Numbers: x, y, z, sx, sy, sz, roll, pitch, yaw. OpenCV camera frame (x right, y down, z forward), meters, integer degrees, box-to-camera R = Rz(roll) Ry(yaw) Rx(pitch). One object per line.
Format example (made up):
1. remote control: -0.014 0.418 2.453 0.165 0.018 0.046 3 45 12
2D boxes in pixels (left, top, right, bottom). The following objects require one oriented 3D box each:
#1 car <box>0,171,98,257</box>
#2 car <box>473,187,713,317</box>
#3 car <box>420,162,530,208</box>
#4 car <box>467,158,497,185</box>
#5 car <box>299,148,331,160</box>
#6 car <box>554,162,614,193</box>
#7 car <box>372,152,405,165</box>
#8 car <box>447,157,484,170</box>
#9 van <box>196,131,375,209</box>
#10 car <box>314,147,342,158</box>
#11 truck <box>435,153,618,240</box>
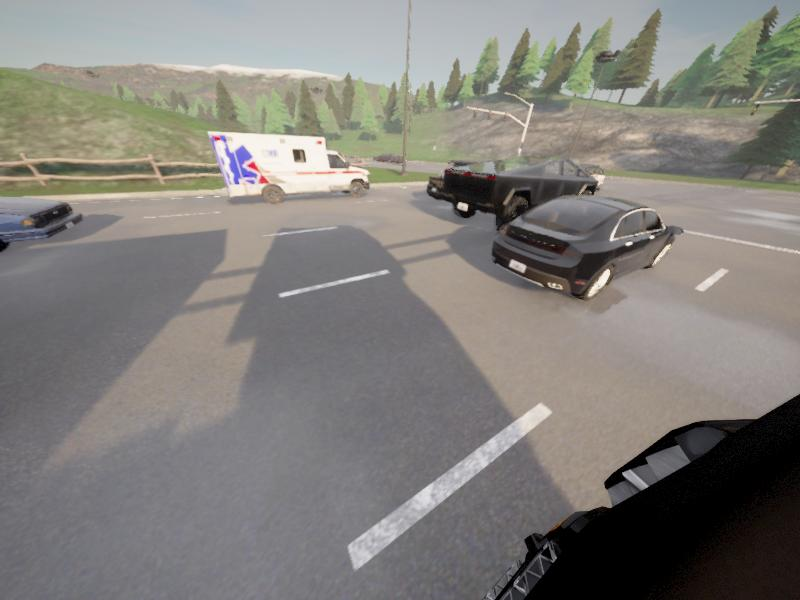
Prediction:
1. car: -10.516 -1.521 4.390 5.357 1.411 2.033 -16 38 -26
2. car: 4.166 -1.399 4.977 4.892 1.490 1.837 -16 37 -26
3. car: 3.778 -5.840 11.564 5.238 1.638 1.930 -17 38 -27
4. car: 6.698 -10.761 19.233 1.851 1.617 3.988 10 34 11
5. car: -14.690 -25.124 39.826 5.008 1.535 1.882 14 35 18
6. car: 13.848 -9.485 17.719 1.851 1.617 3.988 8 34 8
7. car: -1.929 -23.061 37.580 5.357 1.411 2.033 24 39 29
8. car: 9.407 -20.005 33.702 4.718 1.301 1.895 27 41 33
9. van: -4.556 -5.913 10.466 6.366 2.431 2.351 -16 38 -26
10. car: -15.362 -31.402 49.218 5.238 1.638 1.930 11 34 13
11. truck: 4.637 -4.045 8.474 6.274 2.098 2.390 -17 38 -27
